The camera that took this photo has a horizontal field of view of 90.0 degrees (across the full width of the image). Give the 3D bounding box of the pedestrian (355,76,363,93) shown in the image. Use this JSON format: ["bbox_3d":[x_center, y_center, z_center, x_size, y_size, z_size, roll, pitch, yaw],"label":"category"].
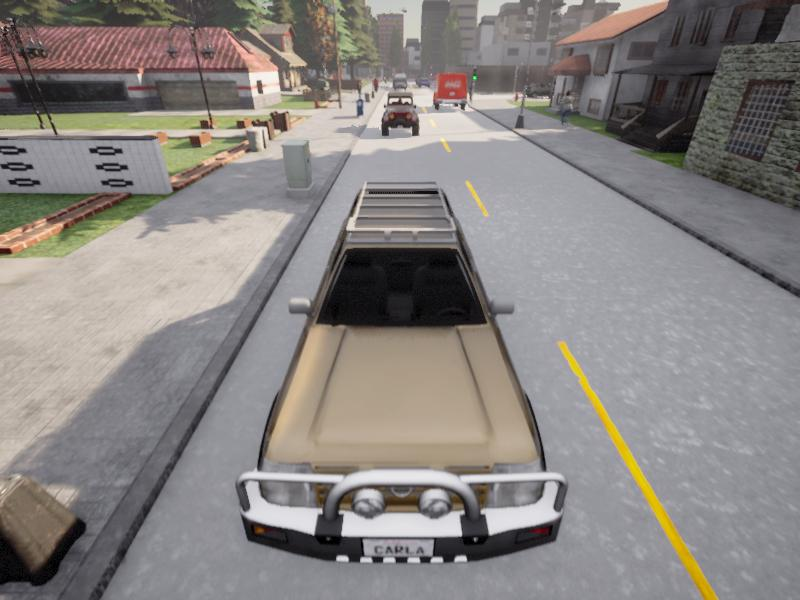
[{"bbox_3d":[-5.155,-27.087,50.376,0.751,1.860,0.751,0,30,0],"label":"pedestrian"}]

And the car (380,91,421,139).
[{"bbox_3d":[0.012,-9.627,20.666,1.905,1.878,3.866,0,30,0],"label":"car"}]

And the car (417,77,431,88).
[{"bbox_3d":[4.014,-36.381,66.900,2.007,1.525,4.514,0,30,0],"label":"car"}]

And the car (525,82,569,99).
[{"bbox_3d":[16.092,-23.104,44.060,3.988,1.617,1.851,0,30,0],"label":"car"}]

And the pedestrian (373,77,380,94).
[{"bbox_3d":[-2.892,-26.231,48.908,0.751,1.860,0.751,-4,30,-6],"label":"pedestrian"}]

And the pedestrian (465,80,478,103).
[{"bbox_3d":[6.635,-19.299,37.028,0.751,1.860,0.751,-16,34,-25],"label":"pedestrian"}]

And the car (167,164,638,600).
[{"bbox_3d":[0.013,0.043,4.097,1.932,1.855,4.605,0,30,0],"label":"car"}]

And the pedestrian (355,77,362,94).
[{"bbox_3d":[-5.069,-26.232,48.908,0.751,1.860,0.751,-1,30,-2],"label":"pedestrian"}]

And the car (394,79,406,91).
[{"bbox_3d":[0.014,-31.865,59.207,1.816,1.474,4.193,0,30,0],"label":"car"}]

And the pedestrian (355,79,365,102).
[{"bbox_3d":[-3.905,-20.238,38.632,0.751,1.860,0.751,-7,31,-12],"label":"pedestrian"}]

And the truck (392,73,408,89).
[{"bbox_3d":[0.011,-35.819,65.368,2.390,2.098,6.274,0,30,0],"label":"truck"}]

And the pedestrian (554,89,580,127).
[{"bbox_3d":[9.231,-10.642,22.182,0.751,1.860,0.751,0,30,0],"label":"pedestrian"}]

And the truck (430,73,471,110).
[{"bbox_3d":[4.015,-17.181,32.979,2.627,2.467,5.204,0,28,0],"label":"truck"}]
